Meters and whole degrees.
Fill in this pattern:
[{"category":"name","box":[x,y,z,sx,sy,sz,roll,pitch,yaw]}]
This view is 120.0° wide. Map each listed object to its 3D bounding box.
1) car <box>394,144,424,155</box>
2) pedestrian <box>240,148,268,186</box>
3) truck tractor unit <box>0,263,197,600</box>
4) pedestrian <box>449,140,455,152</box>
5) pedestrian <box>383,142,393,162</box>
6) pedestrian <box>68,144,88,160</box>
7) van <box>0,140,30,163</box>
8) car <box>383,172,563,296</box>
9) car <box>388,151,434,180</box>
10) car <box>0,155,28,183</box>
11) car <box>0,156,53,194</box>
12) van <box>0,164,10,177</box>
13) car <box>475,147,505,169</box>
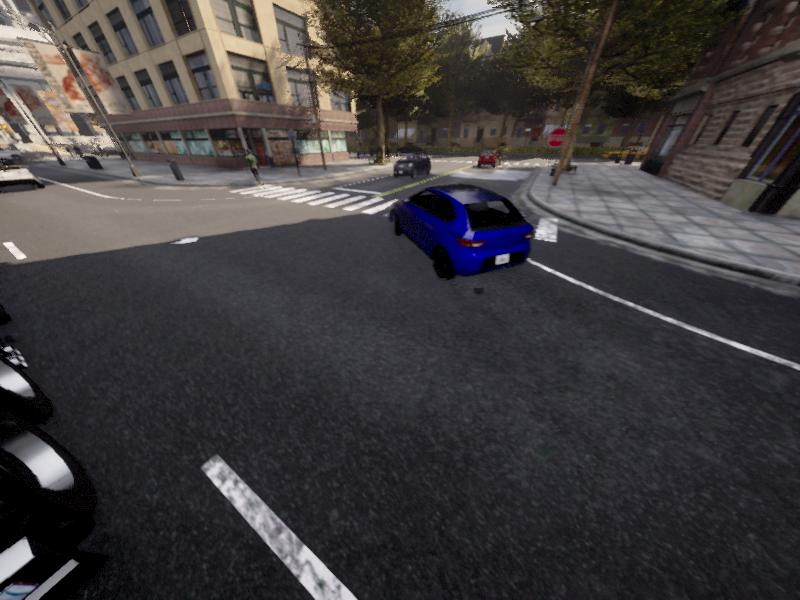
[{"category":"car","box":[1.523,-26.675,40.974,5.008,1.535,1.882,19,39,25]},{"category":"pedestrian","box":[-8.610,-7.814,13.632,0.751,1.860,0.751,-24,41,-30]},{"category":"truck tractor unit","box":[-5.115,-0.297,0.782,6.516,4.208,3.053,18,39,24]},{"category":"pedestrian","box":[10.266,-30.570,45.901,0.751,1.860,0.751,17,38,23]},{"category":"pedestrian","box":[-1.371,-16.744,26.140,0.751,1.860,0.751,29,44,35]},{"category":"pedestrian","box":[-45.229,-20.881,32.482,0.751,1.860,0.751,21,40,28]},{"category":"van","box":[-53.840,-18.915,29.549,2.351,2.431,6.366,18,39,25]},{"category":"car","box":[1.094,-1.984,5.554,1.816,1.474,4.193,-12,37,-16]},{"category":"car","box":[0.877,-9.894,16.874,1.845,1.501,3.633,17,38,23]},{"category":"car","box":[-28.234,-9.044,15.917,3.633,1.501,1.845,18,39,24]},{"category":"car","box":[-22.807,-7.262,13.310,4.514,1.525,2.007,18,39,24]},{"category":"van","box":[-34.043,-11.077,18.491,4.442,1.987,1.775,18,39,24]},{"category":"car","box":[8.828,-13.928,22.578,1.789,1.549,3.705,17,39,23]}]
